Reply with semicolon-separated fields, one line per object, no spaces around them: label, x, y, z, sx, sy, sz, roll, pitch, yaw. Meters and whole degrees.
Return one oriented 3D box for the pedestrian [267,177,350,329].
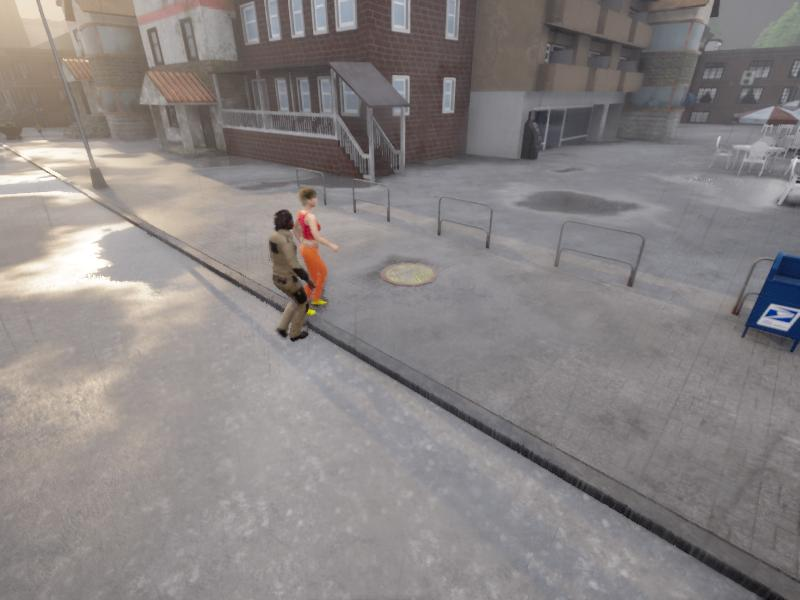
pedestrian;-1.250;-0.663;5.595;0.751;1.860;0.751;-14;30;-25

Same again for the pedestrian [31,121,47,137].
pedestrian;-27.944;-13.216;30.978;0.500;1.100;0.500;22;35;37

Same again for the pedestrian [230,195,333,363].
pedestrian;-1.449;-0.280;5.080;0.751;1.860;0.751;-25;36;-39
